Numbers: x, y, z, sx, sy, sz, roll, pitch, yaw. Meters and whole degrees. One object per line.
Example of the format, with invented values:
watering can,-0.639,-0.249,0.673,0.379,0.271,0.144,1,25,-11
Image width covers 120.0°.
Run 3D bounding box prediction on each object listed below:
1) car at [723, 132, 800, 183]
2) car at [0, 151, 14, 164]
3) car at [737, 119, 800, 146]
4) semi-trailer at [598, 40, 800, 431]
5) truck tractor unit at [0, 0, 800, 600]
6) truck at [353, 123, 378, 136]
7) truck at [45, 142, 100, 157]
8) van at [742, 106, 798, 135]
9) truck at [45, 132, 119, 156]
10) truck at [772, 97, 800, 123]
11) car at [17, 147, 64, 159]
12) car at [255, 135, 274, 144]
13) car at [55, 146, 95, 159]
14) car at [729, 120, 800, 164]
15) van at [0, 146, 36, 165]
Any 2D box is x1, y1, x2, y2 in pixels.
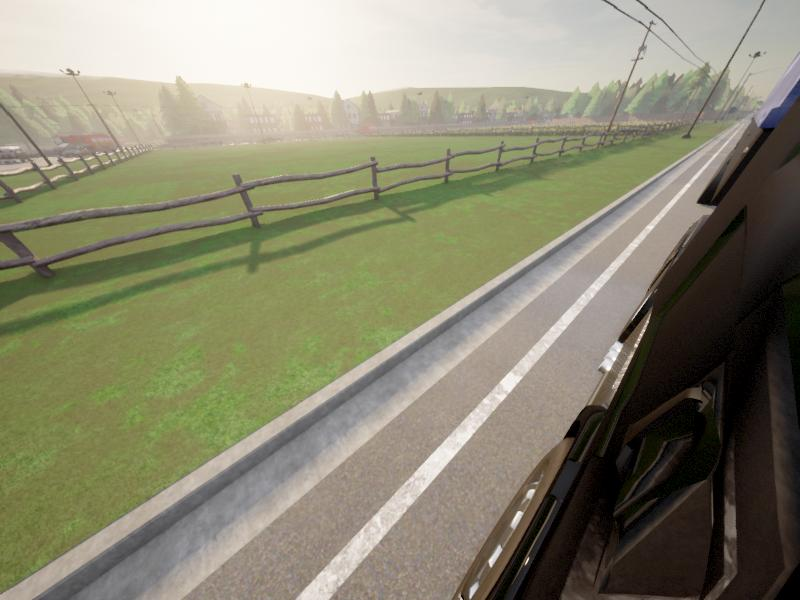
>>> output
car,15.679,-6.058,9.636,4.181,1.385,1.994,-28,44,-30
car,-61.685,-21.463,34.948,1.816,1.474,4.193,-24,42,-26
car,29.536,-13.489,18.575,4.792,1.488,2.163,-28,44,-30
semi-trailer,8.690,-3.613,4.233,14.254,4.402,2.717,-28,44,-30
truck tractor unit,2.645,-0.295,0.351,6.516,4.208,3.053,-28,44,-30
truck,-12.992,-64.609,87.579,8.468,3.827,2.891,-28,44,-30
truck,-67.055,-31.010,47.524,2.390,2.098,6.274,-2,37,1
van,42.304,-20.674,26.582,6.366,2.431,2.351,-28,44,-30
truck,-69.778,-34.659,51.127,2.891,3.827,8.468,8,38,13
truck,79.196,-38.153,46.447,8.468,3.827,2.891,-28,44,-30
car,-73.792,-30.235,47.550,2.152,1.651,5.027,-4,37,-1
car,-37.950,-45.184,64.830,3.866,1.878,1.905,-28,44,-30
car,-58.328,-26.599,41.557,2.242,1.667,4.611,-18,40,-20
car,20.881,-8.939,12.919,5.027,1.651,2.152,-28,44,-30
van,-56.339,-21.061,33.617,2.069,2.038,4.480,-28,43,-29
